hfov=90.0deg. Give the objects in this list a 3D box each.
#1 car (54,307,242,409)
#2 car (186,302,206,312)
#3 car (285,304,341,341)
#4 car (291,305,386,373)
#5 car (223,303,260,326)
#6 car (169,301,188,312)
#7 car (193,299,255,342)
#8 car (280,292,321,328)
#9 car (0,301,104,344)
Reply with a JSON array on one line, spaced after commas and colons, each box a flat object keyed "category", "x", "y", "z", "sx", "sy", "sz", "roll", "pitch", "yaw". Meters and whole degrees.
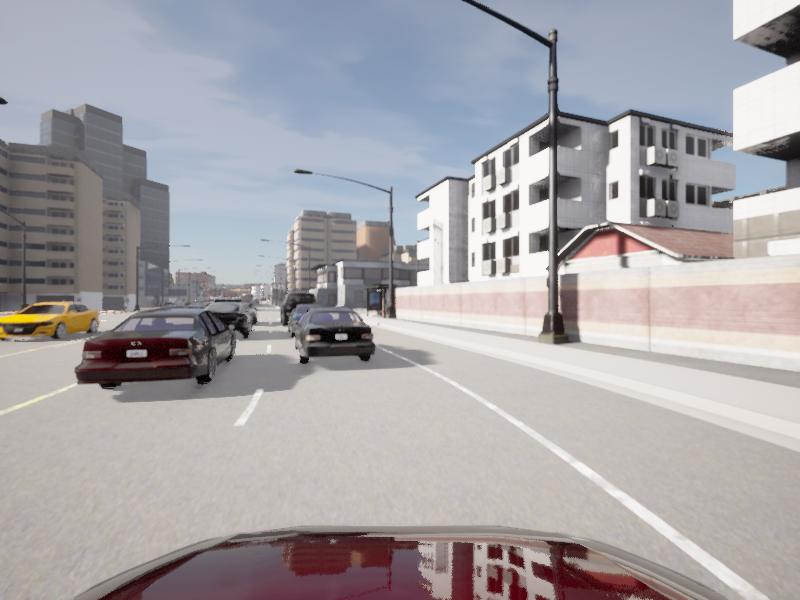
[{"category": "car", "x": -4.836, "y": 0.898, "z": 8.743, "sx": 2.033, "sy": 1.411, "sz": 5.357, "roll": 0, "pitch": 0, "yaw": -15}, {"category": "car", "x": -29.181, "y": 1.030, "z": 57.436, "sx": 2.033, "sy": 1.411, "sz": 5.357, "roll": 0, "pitch": -1, "yaw": -21}, {"category": "car", "x": -4.193, "y": 0.901, "z": 18.586, "sx": 2.033, "sy": 1.411, "sz": 5.357, "roll": 0, "pitch": 0, "yaw": -17}, {"category": "car", "x": -2.051, "y": 0.899, "z": 11.582, "sx": 2.033, "sy": 1.411, "sz": 5.357, "roll": 0, "pitch": 0, "yaw": -16}, {"category": "car", "x": -10.662, "y": 0.905, "z": 27.254, "sx": 2.033, "sy": 1.411, "sz": 5.357, "roll": 0, "pitch": 0, "yaw": -18}, {"category": "car", "x": -35.624, "y": 1.054, "z": 64.482, "sx": 2.033, "sy": 1.649, "sz": 4.856, "roll": 0, "pitch": -1, "yaw": -21}, {"category": "car", "x": -7.669, "y": 0.778, "z": 17.909, "sx": 1.930, "sy": 1.638, "sz": 5.238, "roll": 0, "pitch": 0, "yaw": -17}, {"category": "car", "x": -6.574, "y": 0.577, "z": 26.054, "sx": 2.150, "sy": 2.045, "sz": 5.566, "roll": 0, "pitch": 0, "yaw": -18}, {"category": "car", "x": -14.715, "y": 0.829, "z": 17.014, "sx": 1.882, "sy": 1.535, "sz": 5.008, "roll": 0, "pitch": 0, "yaw": -18}]
